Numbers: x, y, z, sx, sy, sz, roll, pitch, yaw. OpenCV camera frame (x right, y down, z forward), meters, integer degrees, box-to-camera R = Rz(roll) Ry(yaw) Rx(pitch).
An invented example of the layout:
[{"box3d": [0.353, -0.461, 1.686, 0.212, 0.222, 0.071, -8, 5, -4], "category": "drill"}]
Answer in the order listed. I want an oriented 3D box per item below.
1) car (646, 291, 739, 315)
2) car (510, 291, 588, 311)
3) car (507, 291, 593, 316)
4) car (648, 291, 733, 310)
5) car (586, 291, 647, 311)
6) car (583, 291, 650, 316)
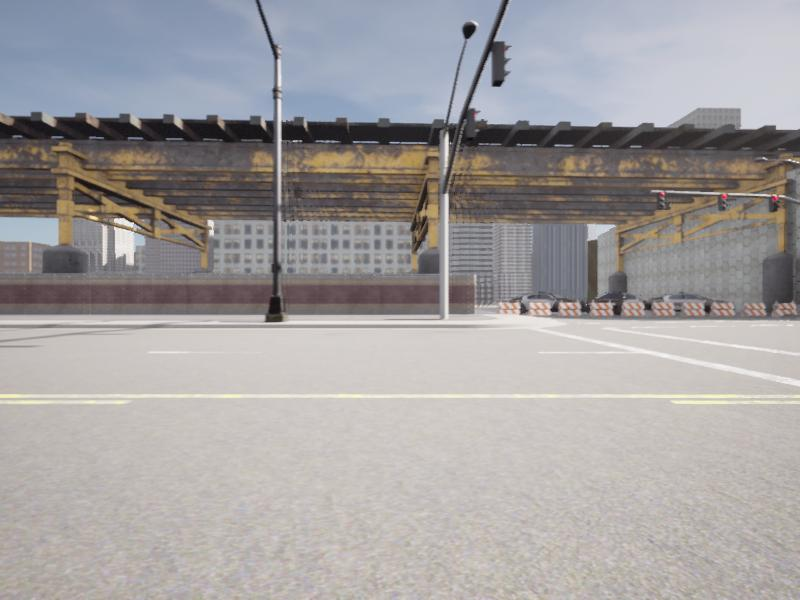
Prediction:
[{"box3d": [19.959, 0.203, 27.657, 4.974, 1.542, 2.038, 0, 0, 29], "category": "car"}, {"box3d": [9.946, 0.042, 26.899, 4.536, 1.218, 1.853, 0, 0, 44], "category": "car"}, {"box3d": [9.984, 0.199, 26.864, 4.974, 1.542, 2.038, 0, 0, 44], "category": "car"}, {"box3d": [19.914, 0.045, 27.681, 4.536, 1.218, 1.853, 0, 0, 29], "category": "car"}, {"box3d": [14.634, 0.043, 26.902, 4.536, 1.218, 1.853, 0, 0, -36], "category": "car"}, {"box3d": [14.592, 0.201, 26.871, 4.974, 1.542, 2.038, 0, 0, -36], "category": "car"}]
